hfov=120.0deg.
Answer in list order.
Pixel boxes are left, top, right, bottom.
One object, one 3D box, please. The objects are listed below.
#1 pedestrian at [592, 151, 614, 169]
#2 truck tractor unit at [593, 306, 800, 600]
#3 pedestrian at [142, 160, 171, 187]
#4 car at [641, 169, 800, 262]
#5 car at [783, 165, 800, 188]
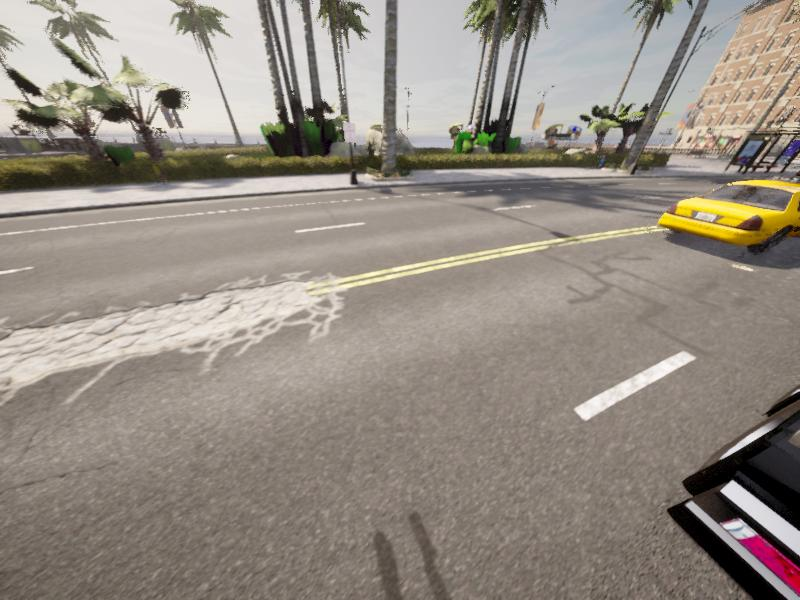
[{"bbox_3d":[17.559,-12.111,20.007,0.751,1.300,0.751,-1,35,-2],"label":"pedestrian"},{"bbox_3d":[5.224,-0.168,0.589,6.516,4.208,3.053,-13,38,-18],"label":"truck tractor unit"},{"bbox_3d":[-12.292,-6.389,11.680,0.500,1.100,0.500,-17,39,-23],"label":"pedestrian"},{"bbox_3d":[9.816,-2.452,6.202,5.366,1.575,1.801,-10,37,-14],"label":"car"},{"bbox_3d":[26.677,-7.528,13.366,4.605,1.855,1.932,-1,35,1],"label":"car"}]
